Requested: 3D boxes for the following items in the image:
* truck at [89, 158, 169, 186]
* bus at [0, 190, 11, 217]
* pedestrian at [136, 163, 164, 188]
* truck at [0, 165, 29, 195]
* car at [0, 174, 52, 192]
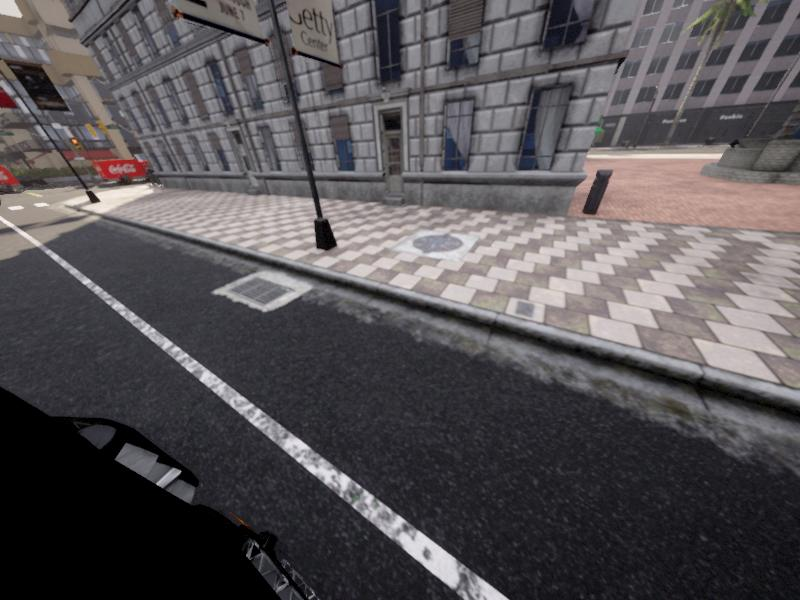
[{"bbox_3d":[-32.190,-15.439,27.725,2.627,2.467,5.204,16,38,26],"label":"truck"},{"bbox_3d":[-26.992,-6.773,12.603,10.273,4.253,3.944,21,41,31],"label":"bus"},{"bbox_3d":[-22.202,-11.096,20.566,0.751,1.860,0.751,11,36,21],"label":"pedestrian"},{"bbox_3d":[-41.741,-11.340,22.339,2.627,2.467,5.204,-3,33,3],"label":"truck"},{"bbox_3d":[-45.982,-13.940,27.534,1.812,1.442,4.674,16,38,26],"label":"car"}]
